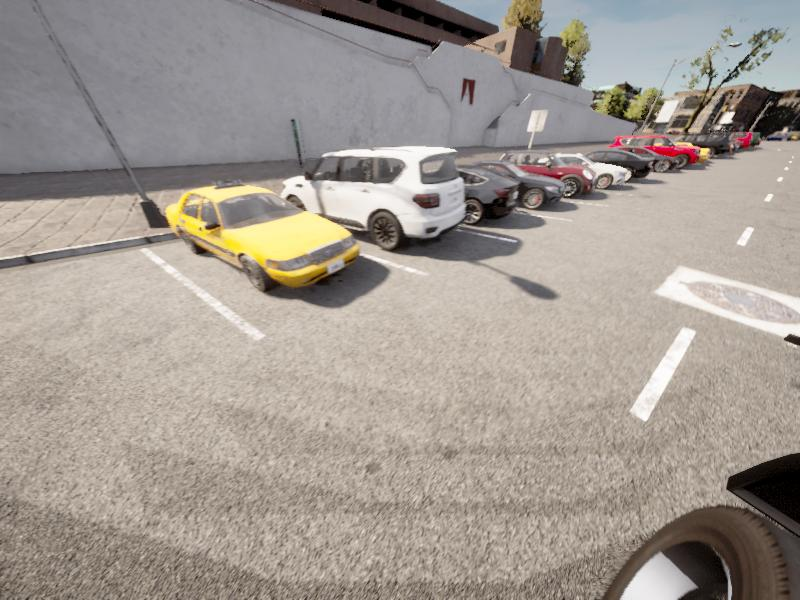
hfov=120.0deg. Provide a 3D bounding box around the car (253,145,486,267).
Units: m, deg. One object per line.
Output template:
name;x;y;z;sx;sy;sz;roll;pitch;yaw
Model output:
car;-1.012;-2.979;6.360;5.566;2.045;2.435;21;41;29

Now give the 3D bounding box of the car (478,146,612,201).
car;6.369;-5.940;10.601;4.553;1.767;2.185;21;40;29

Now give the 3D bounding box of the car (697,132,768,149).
car;50.633;-24.403;35.471;5.566;2.045;2.435;21;41;29

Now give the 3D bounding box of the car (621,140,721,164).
car;23.448;-13.084;20.408;5.366;1.575;1.946;21;41;29

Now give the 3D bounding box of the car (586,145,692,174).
car;16.256;-9.912;16.184;4.792;1.488;2.163;21;41;29

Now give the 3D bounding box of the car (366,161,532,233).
car;1.449;-3.764;7.909;4.792;1.488;2.163;21;41;29

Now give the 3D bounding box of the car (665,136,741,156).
car;33.455;-17.201;25.778;4.553;1.767;2.185;21;41;29

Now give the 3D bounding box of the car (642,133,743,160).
car;28.485;-15.283;22.957;5.566;2.045;2.435;21;41;29

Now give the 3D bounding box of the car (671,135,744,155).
car;35.865;-18.240;27.204;4.553;1.767;2.185;21;40;29

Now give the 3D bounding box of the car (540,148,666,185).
car;11.316;-7.878;13.415;5.008;1.535;2.097;21;41;29

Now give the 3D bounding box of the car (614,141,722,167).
car;21.299;-11.946;18.851;5.366;1.575;1.946;21;40;29

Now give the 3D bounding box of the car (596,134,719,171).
car;18.708;-11.172;17.407;5.566;2.045;2.435;21;40;29

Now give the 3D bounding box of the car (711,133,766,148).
car;55.713;-26.343;38.181;4.442;1.987;1.878;21;40;29

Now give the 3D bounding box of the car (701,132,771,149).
car;53.161;-25.393;36.833;5.566;2.045;2.435;21;40;29

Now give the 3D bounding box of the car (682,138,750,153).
car;40.781;-20.134;30.068;4.792;1.488;2.163;21;41;29

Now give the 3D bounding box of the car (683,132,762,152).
car;43.237;-21.376;31.301;5.566;2.045;2.435;21;41;29

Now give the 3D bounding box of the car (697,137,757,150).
car;48.194;-23.145;34.233;4.674;1.452;2.002;21;41;29

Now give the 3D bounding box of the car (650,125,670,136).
car;71.574;-46.730;63.670;2.435;2.045;5.566;27;43;25

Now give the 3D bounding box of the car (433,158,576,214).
car;3.940;-4.769;9.300;4.674;1.452;2.002;21;40;29

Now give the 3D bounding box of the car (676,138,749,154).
car;38.346;-19.141;28.655;4.892;1.521;2.231;21;40;29

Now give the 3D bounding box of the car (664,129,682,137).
car;73.250;-44.845;61.959;2.002;1.452;4.674;27;43;25

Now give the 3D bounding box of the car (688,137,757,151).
car;45.574;-22.233;32.911;5.366;1.575;1.946;21;41;29

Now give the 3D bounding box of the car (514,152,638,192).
car;8.854;-6.821;12.064;4.674;1.452;2.002;21;40;29

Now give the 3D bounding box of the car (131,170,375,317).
car;-3.293;-1.698;5.008;5.366;1.575;1.946;21;40;29
